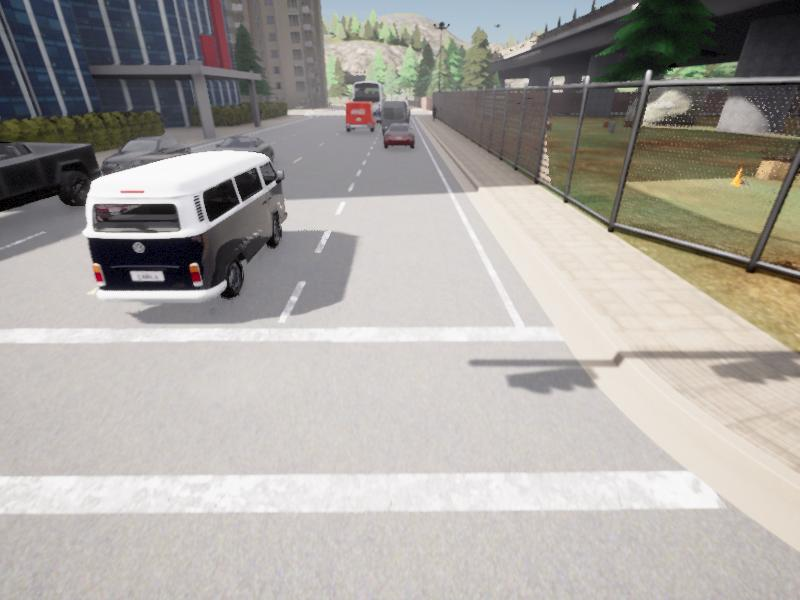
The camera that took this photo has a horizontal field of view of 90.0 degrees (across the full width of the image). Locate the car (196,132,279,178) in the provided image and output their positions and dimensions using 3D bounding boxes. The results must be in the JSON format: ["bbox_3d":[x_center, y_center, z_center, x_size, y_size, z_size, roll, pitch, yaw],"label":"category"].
[{"bbox_3d":[-7.028,-6.538,17.820,1.994,1.385,4.181,-1,27,-1],"label":"car"}]

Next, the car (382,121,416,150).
[{"bbox_3d":[-0.038,-10.774,26.031,1.994,1.385,4.181,0,27,1],"label":"car"}]

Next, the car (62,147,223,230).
[{"bbox_3d":[-7.010,-3.386,11.570,1.816,1.474,4.193,0,27,0],"label":"car"}]

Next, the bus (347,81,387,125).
[{"bbox_3d":[-3.690,-23.626,47.900,3.944,4.253,10.273,0,27,0],"label":"bus"}]

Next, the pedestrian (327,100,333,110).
[{"bbox_3d":[-14.307,-39.871,81.781,0.751,1.860,0.751,-16,31,-27],"label":"pedestrian"}]

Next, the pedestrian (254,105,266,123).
[{"bbox_3d":[-15.532,-20.648,44.383,0.751,1.860,0.751,-1,27,-1],"label":"pedestrian"}]

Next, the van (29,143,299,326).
[{"bbox_3d":[-3.506,-1.546,7.355,2.069,2.038,4.480,0,27,0],"label":"van"}]

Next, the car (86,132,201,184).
[{"bbox_3d":[-10.518,-6.136,16.969,1.812,1.442,4.674,0,27,0],"label":"car"}]

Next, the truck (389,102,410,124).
[{"bbox_3d":[-0.065,-22.465,47.980,2.390,2.098,6.274,0,27,0],"label":"truck"}]

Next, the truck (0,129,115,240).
[{"bbox_3d":[-10.510,-2.834,9.829,2.390,2.098,6.274,0,27,0],"label":"truck"}]

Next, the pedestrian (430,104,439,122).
[{"bbox_3d":[3.922,-21.422,45.808,0.751,1.860,0.751,8,28,16],"label":"pedestrian"}]

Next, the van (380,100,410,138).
[{"bbox_3d":[-0.310,-14.984,32.945,1.988,2.561,5.915,1,27,3],"label":"van"}]

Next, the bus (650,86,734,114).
[{"bbox_3d":[50.603,-34.929,69.777,10.273,4.253,3.944,4,27,7],"label":"bus"}]

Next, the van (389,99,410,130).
[{"bbox_3d":[-0.051,-18.812,40.393,1.988,2.561,5.915,0,27,0],"label":"van"}]

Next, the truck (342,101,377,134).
[{"bbox_3d":[-3.548,-16.760,36.508,2.627,2.467,5.204,0,28,0],"label":"truck"}]
